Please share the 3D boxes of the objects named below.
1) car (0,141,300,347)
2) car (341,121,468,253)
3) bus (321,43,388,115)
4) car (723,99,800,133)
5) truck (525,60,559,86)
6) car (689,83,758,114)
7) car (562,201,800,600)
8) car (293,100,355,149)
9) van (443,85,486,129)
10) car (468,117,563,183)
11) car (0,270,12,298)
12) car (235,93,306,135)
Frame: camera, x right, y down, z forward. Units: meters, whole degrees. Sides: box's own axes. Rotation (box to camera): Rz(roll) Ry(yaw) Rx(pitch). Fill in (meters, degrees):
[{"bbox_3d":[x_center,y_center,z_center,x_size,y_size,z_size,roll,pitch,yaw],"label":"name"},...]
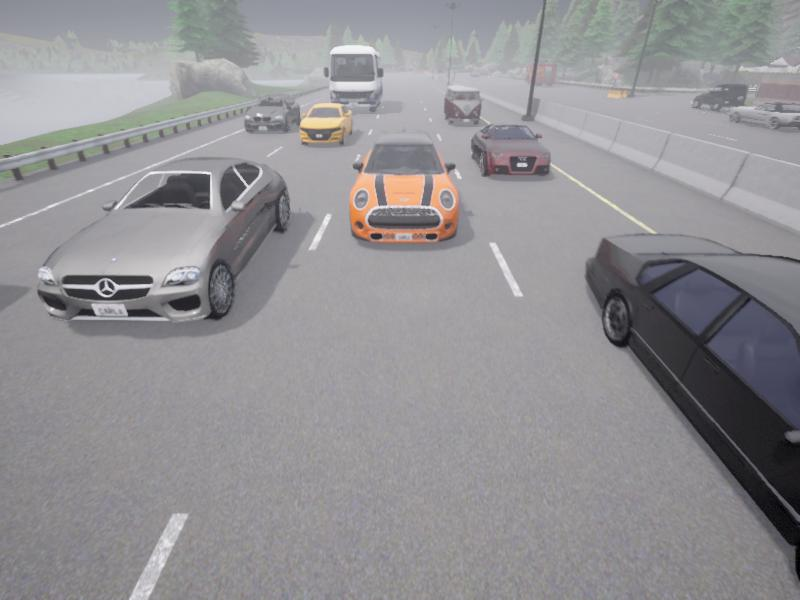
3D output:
[{"bbox_3d":[-3.427,-1.400,6.766,2.152,1.651,5.027,0,30,0],"label":"car"},{"bbox_3d":[0.091,-2.800,8.998,2.097,1.767,4.553,0,30,0],"label":"car"},{"bbox_3d":[-3.097,-17.378,31.453,3.944,4.253,10.273,0,30,0],"label":"bus"},{"bbox_3d":[21.205,-10.532,22.744,1.895,1.301,4.718,0,30,0],"label":"car"},{"bbox_3d":[25.110,-40.439,71.316,2.891,3.827,8.468,0,30,0],"label":"truck"},{"bbox_3d":[24.773,-15.612,30.838,1.905,1.878,3.866,0,30,0],"label":"car"},{"bbox_3d":[3.545,0.596,3.602,2.033,1.411,5.357,0,30,0],"label":"car"},{"bbox_3d":[-3.329,-8.285,18.606,1.882,1.535,5.008,0,30,0],"label":"car"},{"bbox_3d":[3.715,-11.615,23.860,1.775,1.987,4.442,0,31,0],"label":"van"},{"bbox_3d":[3.625,-5.155,13.447,1.994,1.385,4.181,0,30,0],"label":"car"},{"bbox_3d":[-6.955,0.527,3.511,1.801,1.575,5.366,0,30,0],"label":"car"},{"bbox_3d":[-6.806,-10.143,21.641,2.242,1.667,4.611,0,30,0],"label":"car"}]
